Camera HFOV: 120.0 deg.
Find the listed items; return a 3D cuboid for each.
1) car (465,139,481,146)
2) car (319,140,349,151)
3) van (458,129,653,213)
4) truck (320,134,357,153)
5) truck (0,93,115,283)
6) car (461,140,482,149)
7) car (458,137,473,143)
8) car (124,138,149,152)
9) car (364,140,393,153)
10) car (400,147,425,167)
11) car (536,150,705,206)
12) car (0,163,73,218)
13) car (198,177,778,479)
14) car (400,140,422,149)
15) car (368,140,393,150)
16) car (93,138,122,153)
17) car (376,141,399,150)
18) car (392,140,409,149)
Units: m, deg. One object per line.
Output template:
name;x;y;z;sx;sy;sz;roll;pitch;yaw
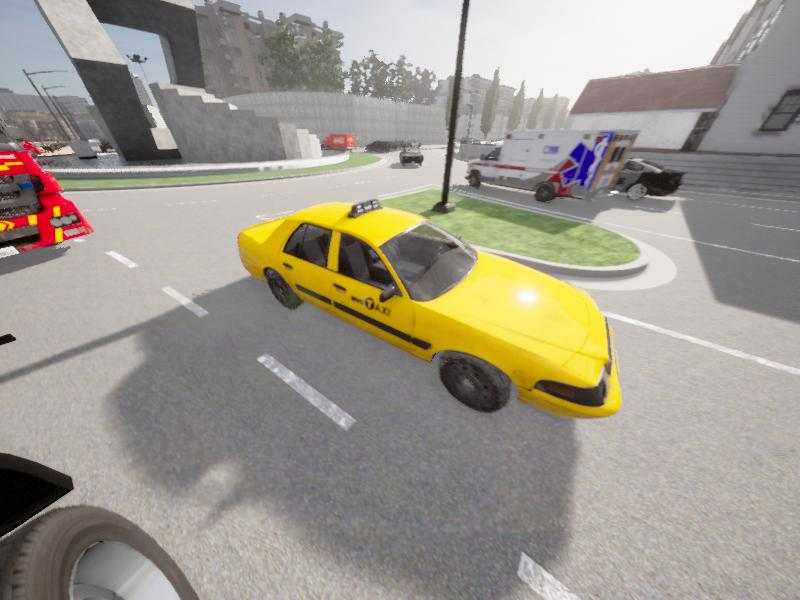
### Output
car;20.600;-44.696;65.489;1.801;1.575;5.366;28;44;34
car;-12.146;-28.400;42.498;5.008;1.535;1.882;12;37;15
van;5.947;-6.005;10.267;2.351;2.431;6.366;-22;41;-27
truck;-10.332;-26.341;38.805;5.204;2.467;2.627;17;37;22
truck;-11.495;-2.561;4.136;8.468;3.827;2.891;7;36;9
car;16.135;-35.063;52.000;2.038;1.542;4.974;28;44;34
car;23.470;-57.324;82.749;4.674;1.442;1.812;33;47;31
car;-44.119;-26.098;38.820;1.905;1.878;3.866;-25;42;-31
car;-3.637;-25.646;38.578;4.856;1.649;2.033;30;45;35
car;1.049;-13.731;22.103;1.895;1.301;4.718;-2;35;-3
car;9.801;-5.973;10.916;1.930;1.638;5.238;-23;42;-29
car;-15.305;-3.989;8.254;4.181;1.385;1.994;4;36;5
car;-0.193;-0.500;3.217;5.366;1.575;1.801;21;40;27
car;2.408;-33.358;49.548;2.038;1.542;4.974;29;44;34
car;-4.031;-32.423;48.204;2.038;1.542;4.974;29;45;34
car;-47.098;-25.039;37.313;1.905;1.878;3.866;-26;43;-32
car;-2.394;-30.492;45.566;1.812;1.442;4.674;30;45;35
car;0.186;-34.955;51.789;1.845;1.501;3.633;29;44;34
